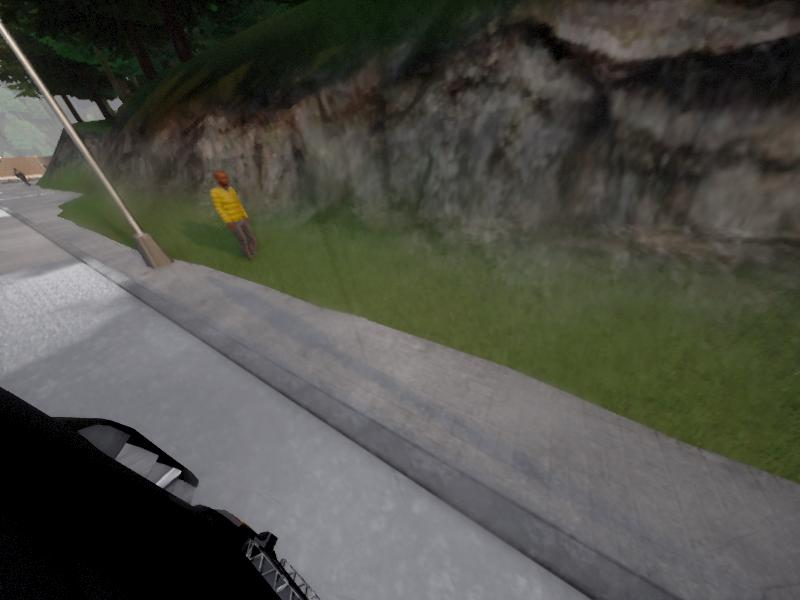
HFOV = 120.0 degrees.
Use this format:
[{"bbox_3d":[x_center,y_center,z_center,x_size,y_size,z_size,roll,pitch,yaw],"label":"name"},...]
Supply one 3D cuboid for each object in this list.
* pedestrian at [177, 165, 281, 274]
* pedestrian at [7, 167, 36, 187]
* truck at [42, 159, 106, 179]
[{"bbox_3d":[-3.220,-1.551,4.571,0.751,1.860,0.751,6,35,12],"label":"pedestrian"},{"bbox_3d":[-40.700,-13.259,24.866,0.751,1.860,0.751,16,38,26],"label":"pedestrian"},{"bbox_3d":[-53.477,-21.638,38.070,2.627,2.467,5.204,16,38,26],"label":"truck"}]
